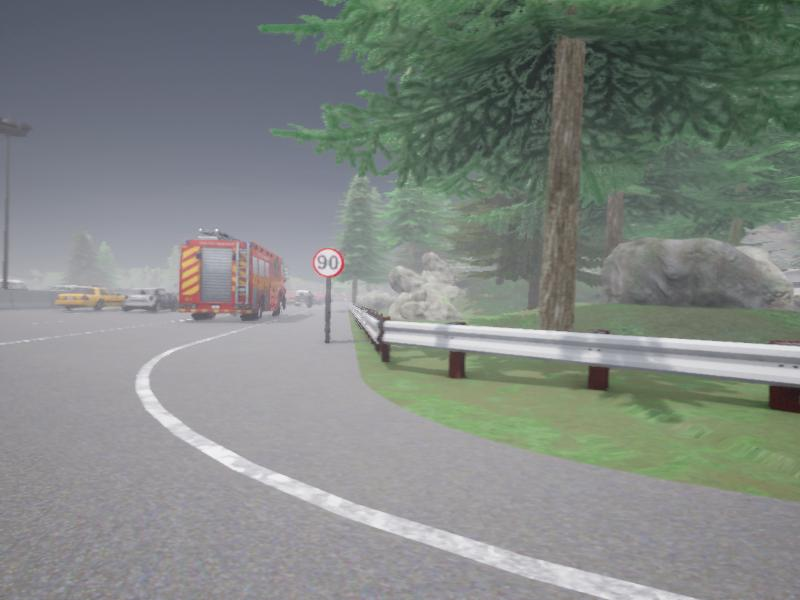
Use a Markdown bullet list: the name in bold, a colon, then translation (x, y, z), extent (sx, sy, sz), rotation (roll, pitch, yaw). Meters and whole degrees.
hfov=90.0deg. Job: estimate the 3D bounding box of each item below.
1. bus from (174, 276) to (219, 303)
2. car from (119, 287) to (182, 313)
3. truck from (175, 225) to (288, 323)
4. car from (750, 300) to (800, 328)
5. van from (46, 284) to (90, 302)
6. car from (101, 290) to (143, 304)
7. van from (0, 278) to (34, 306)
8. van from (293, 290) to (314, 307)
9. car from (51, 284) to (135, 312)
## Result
- **bus**: translation (-35.932, -1.758, 71.352), extent (3.944, 4.253, 10.273), rotation (1, 0, -8)
- **car**: translation (-15.622, 0.000, 25.281), extent (1.970, 1.475, 3.806), rotation (1, 0, -8)
- **truck**: translation (-7.903, -1.015, 20.226), extent (2.891, 3.827, 8.468), rotation (1, 0, -7)
- **car**: translation (22.402, 0.783, 21.751), extent (1.882, 1.535, 5.008), rotation (1, 0, -8)
- **van**: translation (-39.975, -0.773, 48.318), extent (2.069, 2.038, 4.480), rotation (1, 0, -8)
- **car**: translation (-32.792, -0.354, 47.398), extent (2.128, 1.511, 4.902), rotation (1, 0, -8)
- **van**: translation (-30.396, -0.588, 30.005), extent (2.069, 2.038, 4.480), rotation (1, -1, -8)
- **van**: translation (-11.895, -0.166, 49.638), extent (2.069, 2.038, 4.480), rotation (1, -1, -8)
- **car**: translation (-19.163, -0.128, 25.350), extent (1.801, 1.575, 5.366), rotation (1, 0, -8)
